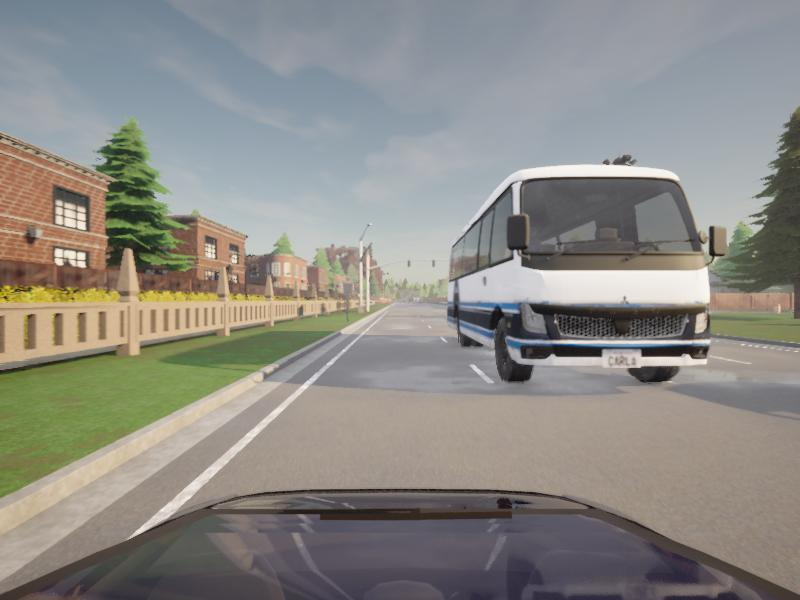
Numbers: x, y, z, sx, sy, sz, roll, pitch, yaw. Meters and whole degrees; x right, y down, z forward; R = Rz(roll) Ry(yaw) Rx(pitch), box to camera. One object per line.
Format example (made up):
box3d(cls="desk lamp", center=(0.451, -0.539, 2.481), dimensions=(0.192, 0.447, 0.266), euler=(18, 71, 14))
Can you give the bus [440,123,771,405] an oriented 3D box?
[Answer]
box3d(cls="bus", center=(3.620, -0.532, 11.176), dimensions=(3.944, 4.253, 10.273), euler=(0, 0, 0))
